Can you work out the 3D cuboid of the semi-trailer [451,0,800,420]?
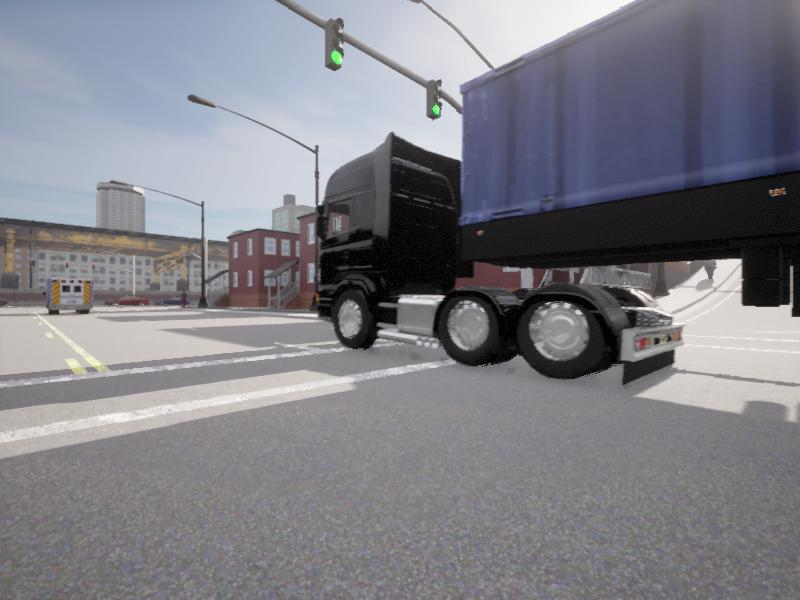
[{"bbox_3d":[6.649,-1.219,1.678,2.717,4.402,14.254,0,0,-44],"label":"semi-trailer"}]

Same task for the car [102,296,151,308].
[{"bbox_3d":[-36.230,0.224,53.112,1.882,1.535,5.008,-1,-1,37],"label":"car"}]

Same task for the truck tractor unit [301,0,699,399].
[{"bbox_3d":[1.197,-1.122,7.418,3.053,4.208,6.516,0,0,-43],"label":"truck tractor unit"}]

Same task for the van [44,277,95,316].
[{"bbox_3d":[-23.581,-0.221,28.417,2.351,2.431,6.366,0,0,-44],"label":"van"}]

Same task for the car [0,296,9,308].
[{"bbox_3d":[-49.126,0.247,46.726,4.892,1.490,1.837,0,0,-44],"label":"car"}]

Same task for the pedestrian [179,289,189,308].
[{"bbox_3d":[-21.600,-0.115,40.056,0.751,1.860,0.751,0,0,-36],"label":"pedestrian"}]

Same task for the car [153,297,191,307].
[{"bbox_3d":[-34.467,0.270,60.640,4.674,1.442,1.812,0,0,-44],"label":"car"}]
